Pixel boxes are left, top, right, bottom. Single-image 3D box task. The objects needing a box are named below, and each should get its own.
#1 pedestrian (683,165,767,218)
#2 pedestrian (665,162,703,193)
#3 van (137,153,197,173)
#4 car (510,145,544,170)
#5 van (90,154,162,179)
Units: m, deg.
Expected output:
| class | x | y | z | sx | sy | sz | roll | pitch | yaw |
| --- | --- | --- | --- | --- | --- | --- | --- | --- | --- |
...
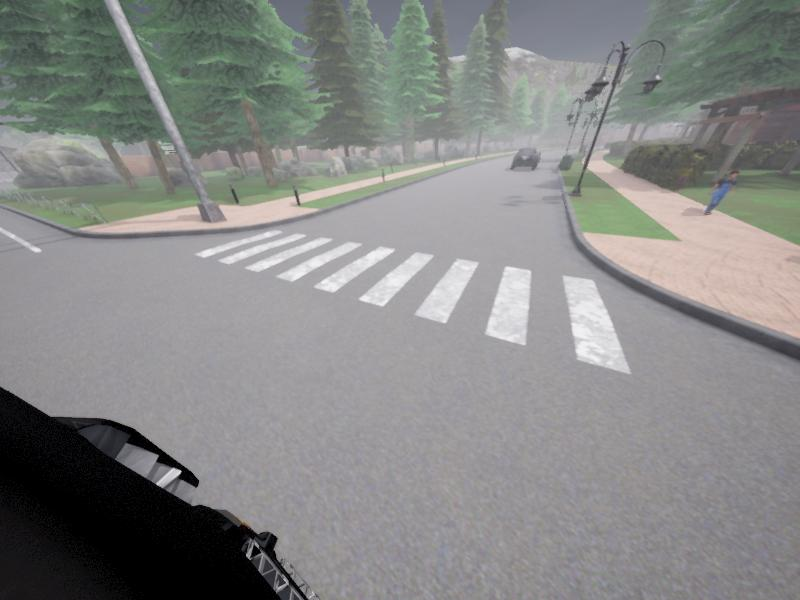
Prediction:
| class | x | y | z | sx | sy | sz | roll | pitch | yaw |
| --- | --- | --- | --- | --- | --- | --- | --- | --- | --- |
| pedestrian | 9.513 | -3.237 | 6.864 | 0.751 | 1.300 | 0.751 | 14 | 37 | 23 |
| pedestrian | 11.961 | -5.178 | 9.765 | 0.500 | 1.100 | 0.500 | 14 | 37 | 23 |
| van | -39.282 | -23.306 | 39.288 | 2.351 | 2.431 | 6.366 | 14 | 37 | 23 |
| car | 12.271 | -13.773 | 22.260 | 2.097 | 1.767 | 4.553 | 16 | 38 | 25 |
| van | -39.066 | -19.322 | 33.239 | 1.988 | 2.561 | 5.915 | 14 | 37 | 23 |
